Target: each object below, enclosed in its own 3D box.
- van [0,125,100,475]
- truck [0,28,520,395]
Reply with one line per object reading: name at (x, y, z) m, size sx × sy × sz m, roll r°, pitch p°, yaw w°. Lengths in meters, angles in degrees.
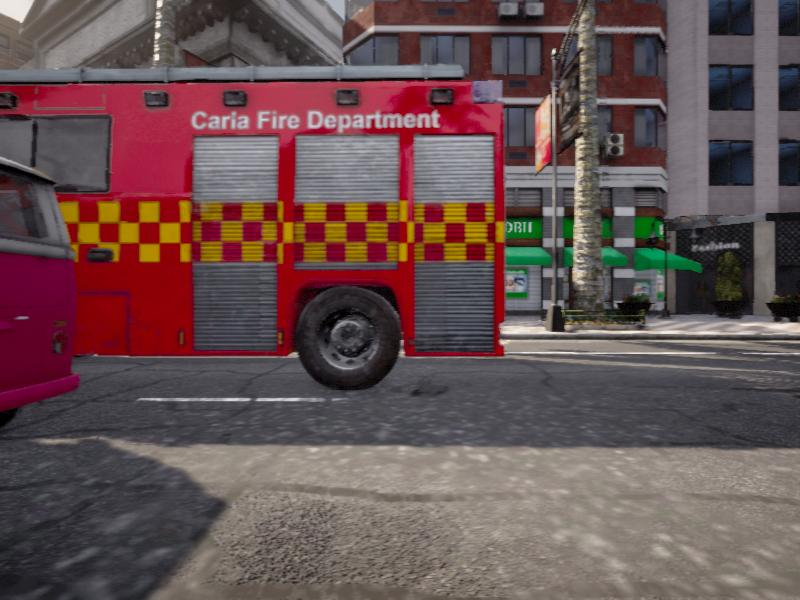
van at (-4.498, -0.001, 2.160) m, size 4.442 × 1.987 × 1.775 m, roll 0°, pitch 0°, yaw 1°
truck at (-2.961, -0.921, 5.681) m, size 8.468 × 3.827 × 2.891 m, roll 0°, pitch 0°, yaw 1°
